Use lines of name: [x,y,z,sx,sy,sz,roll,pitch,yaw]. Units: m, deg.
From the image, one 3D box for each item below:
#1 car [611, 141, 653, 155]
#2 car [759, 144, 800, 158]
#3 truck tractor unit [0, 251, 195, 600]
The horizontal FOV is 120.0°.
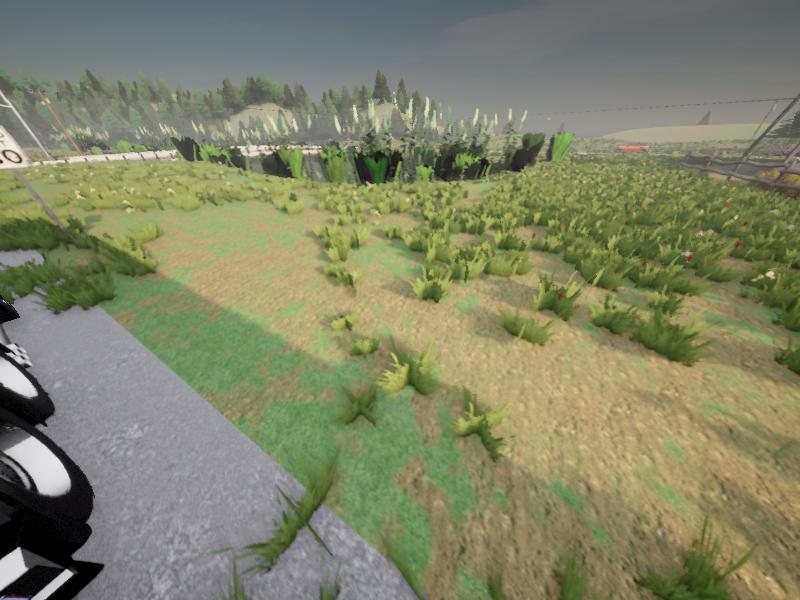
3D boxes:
car: [38.530,-25.399,38.582,4.553,1.767,2.097,22,41,29]
car: [51.951,-19.852,30.780,3.806,1.475,1.970,22,41,29]
truck tractor unit: [-5.086,-0.326,0.806,6.516,4.208,3.053,19,39,25]
